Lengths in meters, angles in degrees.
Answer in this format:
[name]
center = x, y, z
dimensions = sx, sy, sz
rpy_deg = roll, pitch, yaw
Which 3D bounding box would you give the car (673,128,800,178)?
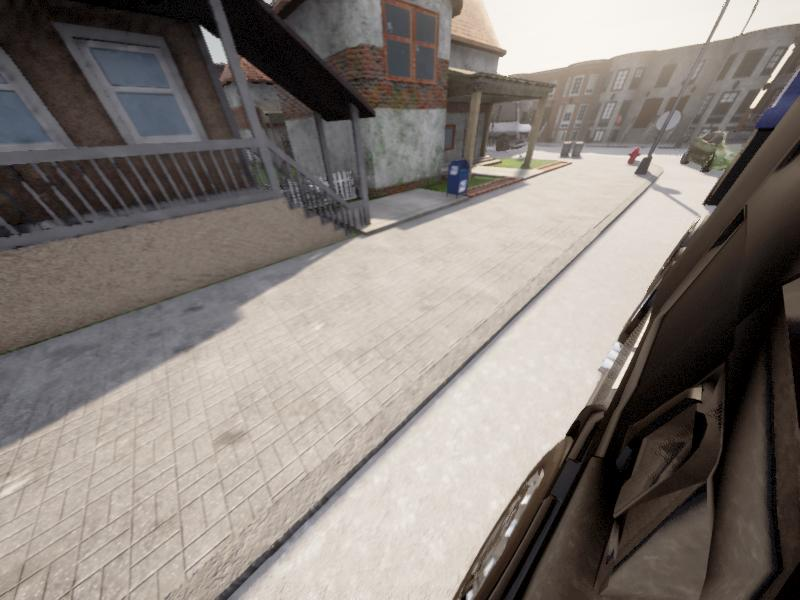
[car]
center = 15.401, -7.010, 10.823
dimensions = 2.007, 1.525, 4.514
rpy_deg = 17, 41, 24

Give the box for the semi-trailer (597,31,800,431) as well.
[semi-trailer]
center = 8.766, -3.551, 4.172
dimensions = 14.254, 4.402, 2.717
rpy_deg = -27, 43, -29

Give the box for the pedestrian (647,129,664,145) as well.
[pedestrian]
center = 22.940, -14.646, 20.747
dimensions = 0.500, 1.100, 0.500
rpy_deg = -22, 41, -24

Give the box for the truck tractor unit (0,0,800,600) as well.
[truck tractor unit]
center = 2.645, -0.295, 0.352
dimensions = 6.516, 4.208, 3.053
rpy_deg = -28, 44, -30

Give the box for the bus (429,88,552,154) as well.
[bus]
center = 8.100, -17.458, 23.048
dimensions = 3.944, 4.253, 10.273
rpy_deg = -30, 44, -32
